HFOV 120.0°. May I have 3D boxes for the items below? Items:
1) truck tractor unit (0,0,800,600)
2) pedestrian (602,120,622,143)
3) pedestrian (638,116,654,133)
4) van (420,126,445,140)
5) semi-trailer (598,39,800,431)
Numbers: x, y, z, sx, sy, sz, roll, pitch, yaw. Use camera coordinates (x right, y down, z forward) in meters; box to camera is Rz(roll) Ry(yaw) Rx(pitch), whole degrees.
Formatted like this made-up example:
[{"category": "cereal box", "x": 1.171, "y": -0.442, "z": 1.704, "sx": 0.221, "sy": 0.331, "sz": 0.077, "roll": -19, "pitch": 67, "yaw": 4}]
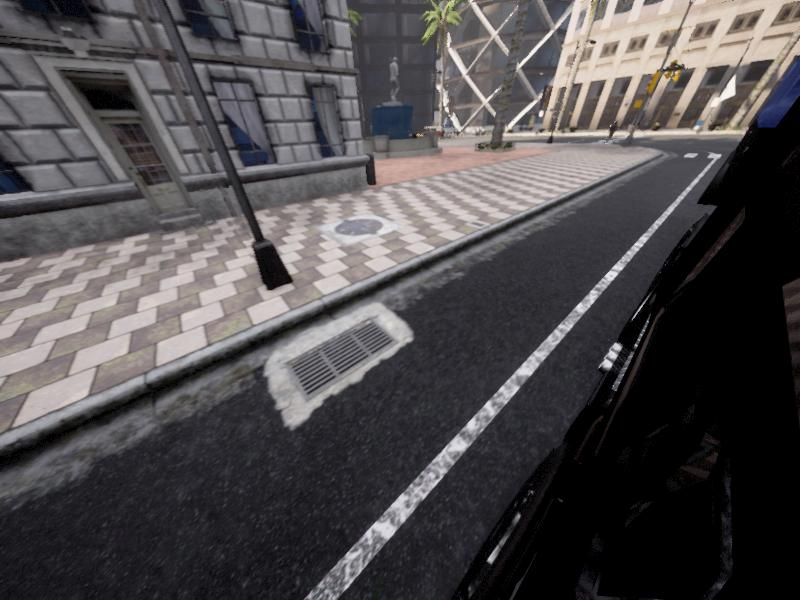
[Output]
[{"category": "truck tractor unit", "x": 2.645, "y": -0.295, "z": 0.351, "sx": 6.516, "sy": 4.208, "sz": 3.053, "roll": -28, "pitch": 44, "yaw": -30}, {"category": "pedestrian", "x": 21.925, "y": -17.404, "z": 23.896, "sx": 0.751, "sy": 1.860, "sz": 0.751, "roll": -30, "pitch": 45, "yaw": -32}, {"category": "pedestrian", "x": 34.720, "y": -24.742, "z": 32.625, "sx": 0.751, "sy": 1.860, "sz": 0.751, "roll": 12, "pitch": 39, "yaw": 18}, {"category": "van", "x": 6.189, "y": -32.171, "z": 44.537, "sx": 4.442, "sy": 1.987, "sz": 1.775, "roll": 11, "pitch": 39, "yaw": 17}, {"category": "semi-trailer", "x": 8.705, "y": -3.601, "z": 4.219, "sx": 14.254, "sy": 4.402, "sz": 2.717, "roll": -28, "pitch": 44, "yaw": -30}]
